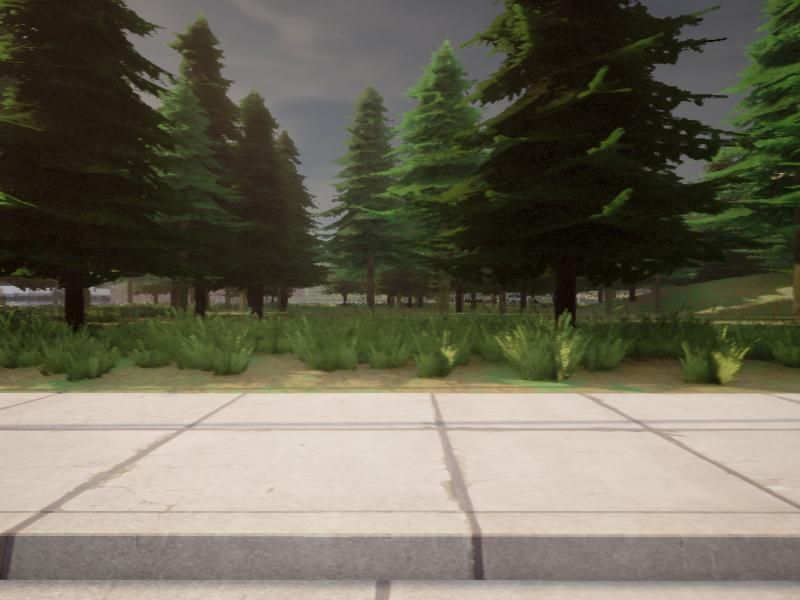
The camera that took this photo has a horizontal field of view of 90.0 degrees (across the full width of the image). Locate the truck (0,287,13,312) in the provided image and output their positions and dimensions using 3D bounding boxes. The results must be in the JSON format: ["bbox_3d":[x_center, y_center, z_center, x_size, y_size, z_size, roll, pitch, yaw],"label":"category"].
[{"bbox_3d":[-33.696,-0.040,30.463,2.390,2.098,6.274,0,0,-1],"label":"truck"}]
